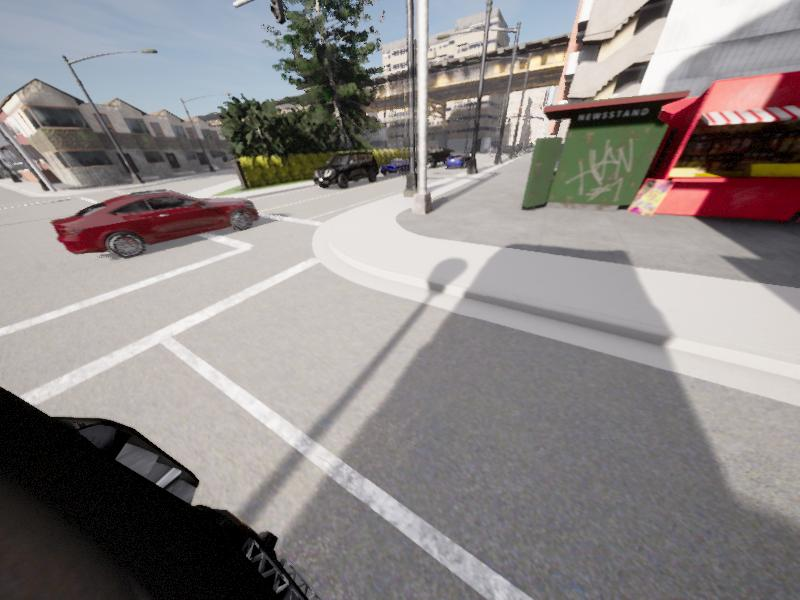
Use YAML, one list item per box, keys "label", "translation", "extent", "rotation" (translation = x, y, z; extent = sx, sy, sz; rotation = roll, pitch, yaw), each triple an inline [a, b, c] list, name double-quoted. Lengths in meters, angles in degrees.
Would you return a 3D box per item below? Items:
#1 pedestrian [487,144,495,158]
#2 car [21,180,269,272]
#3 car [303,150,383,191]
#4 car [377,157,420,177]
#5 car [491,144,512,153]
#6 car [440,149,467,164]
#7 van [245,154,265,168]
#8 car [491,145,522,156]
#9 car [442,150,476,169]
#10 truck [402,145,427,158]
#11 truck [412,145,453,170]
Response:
- label: "pedestrian"
  translation: [15.529, -25.531, 39.582]
  extent: [0.751, 1.860, 0.751]
  rotation: [-5, 33, -2]
- label: "car"
  translation: [-7.078, -2.623, 7.192]
  extent: [1.812, 1.442, 4.674]
  rotation: [24, 42, 34]
- label: "car"
  translation: [-3.752, -9.464, 16.727]
  extent: [2.150, 2.045, 5.566]
  rotation: [16, 38, 26]
- label: "car"
  translation: [-0.033, -12.777, 22.122]
  extent: [1.895, 1.301, 4.718]
  rotation: [16, 38, 26]
- label: "car"
  translation: [25.477, -38.073, 58.073]
  extent: [4.974, 1.542, 2.038]
  rotation: [-23, 38, -27]
- label: "car"
  translation: [7.659, -20.387, 32.848]
  extent: [2.163, 1.488, 4.792]
  rotation: [16, 38, 27]
- label: "van"
  translation: [-33.749, -32.380, 53.865]
  extent: [1.988, 2.561, 5.915]
  rotation: [-11, 34, -11]
- label: "car"
  translation: [20.790, -29.227, 45.099]
  extent: [4.902, 1.511, 2.128]
  rotation: [-5, 33, -2]
- label: "car"
  translation: [6.673, -15.633, 25.698]
  extent: [2.163, 1.488, 4.792]
  rotation: [16, 38, 27]
- label: "truck"
  translation: [3.561, -35.886, 55.912]
  extent: [5.204, 2.467, 2.627]
  rotation: [15, 38, 26]
- label: "truck"
  translation: [4.036, -17.091, 27.592]
  extent: [2.390, 2.098, 6.274]
  rotation: [16, 38, 27]
